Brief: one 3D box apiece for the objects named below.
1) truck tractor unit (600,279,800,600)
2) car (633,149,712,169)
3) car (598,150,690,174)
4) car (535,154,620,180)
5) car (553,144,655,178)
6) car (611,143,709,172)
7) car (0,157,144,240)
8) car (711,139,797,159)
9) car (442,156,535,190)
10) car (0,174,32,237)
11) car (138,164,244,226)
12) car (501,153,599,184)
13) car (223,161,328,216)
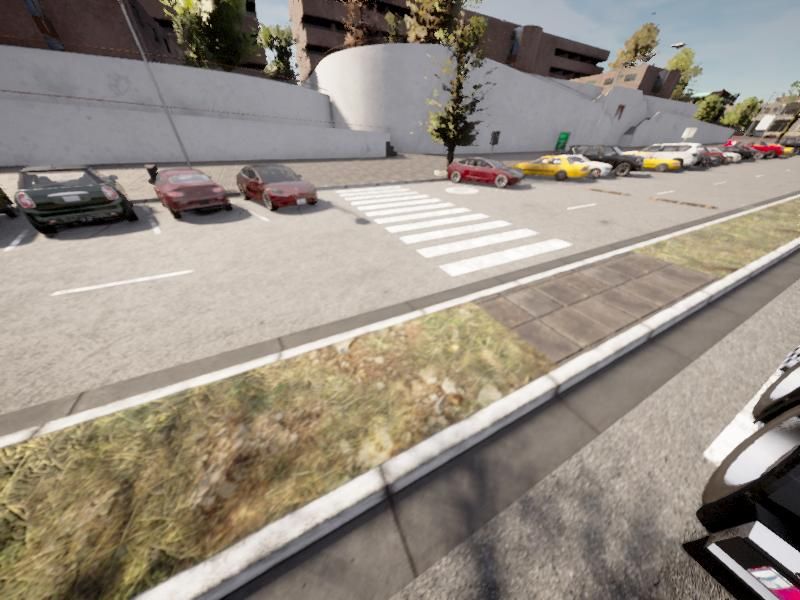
[{"bbox_3d":[5.128,-0.284,0.749,6.516,4.208,3.053,-17,38,-23],"label":"truck tractor unit"},{"bbox_3d":[26.841,-14.102,23.025,4.792,1.488,2.163,28,44,36],"label":"car"},{"bbox_3d":[21.597,-12.516,20.756,5.366,1.575,1.946,28,43,35],"label":"car"},{"bbox_3d":[13.359,-10.283,17.670,4.674,1.452,2.002,28,43,35],"label":"car"},{"bbox_3d":[16.086,-11.263,18.567,5.566,2.045,2.435,28,43,35],"label":"car"},{"bbox_3d":[24.140,-13.565,21.804,5.566,2.045,2.435,28,44,35],"label":"car"},{"bbox_3d":[-10.904,-3.701,7.837,4.553,1.767,2.185,28,43,35],"label":"car"},{"bbox_3d":[45.783,-19.777,30.233,5.566,2.045,2.435,28,44,36],"label":"car"},{"bbox_3d":[5.281,-8.038,14.407,4.792,1.488,2.163,28,43,35],"label":"car"},{"bbox_3d":[-13.694,-3.101,6.792,4.442,1.987,1.878,28,43,35],"label":"car"},{"bbox_3d":[-8.241,-4.314,9.019,4.674,1.452,2.002,28,43,35],"label":"car"},{"bbox_3d":[10.522,-9.635,16.667,5.366,1.575,1.946,28,44,35],"label":"car"},{"bbox_3d":[-5.517,-5.060,10.084,4.792,1.488,2.163,28,43,35],"label":"car"}]
